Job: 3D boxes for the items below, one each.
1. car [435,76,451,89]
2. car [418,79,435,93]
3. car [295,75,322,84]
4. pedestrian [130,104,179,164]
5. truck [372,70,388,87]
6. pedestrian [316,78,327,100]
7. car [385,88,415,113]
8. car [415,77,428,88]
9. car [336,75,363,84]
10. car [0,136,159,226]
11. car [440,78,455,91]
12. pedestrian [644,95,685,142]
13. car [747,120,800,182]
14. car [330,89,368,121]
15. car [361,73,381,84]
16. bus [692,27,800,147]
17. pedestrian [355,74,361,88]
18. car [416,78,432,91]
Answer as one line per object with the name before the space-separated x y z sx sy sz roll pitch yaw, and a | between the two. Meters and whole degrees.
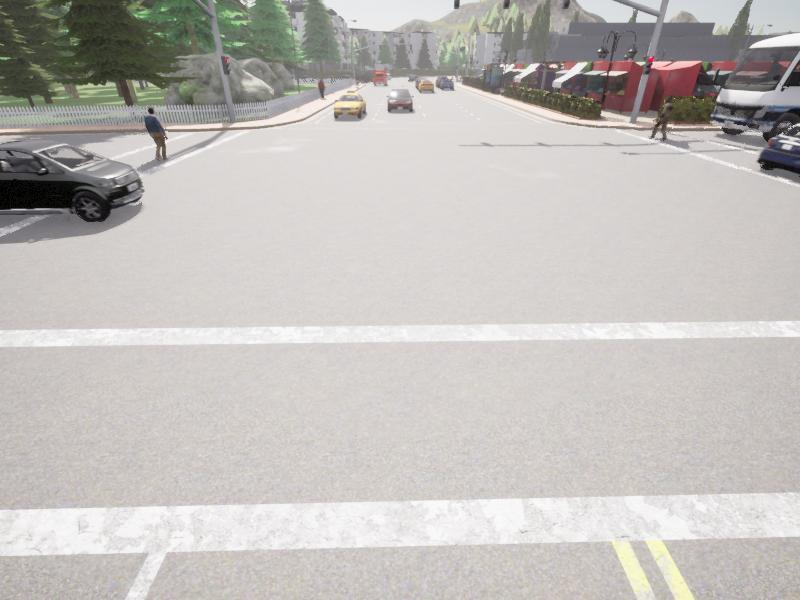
car | 7.006 -35.413 65.060 2.033 1.649 4.856 0 30 0
car | 3.547 -28.939 54.060 1.882 1.535 5.008 0 30 0
car | -18.296 -44.109 80.076 4.892 1.490 1.837 1 30 1
pedestrian | -8.495 -5.772 13.919 0.751 1.860 0.751 0 30 0
truck | -3.495 -39.034 70.422 2.627 2.467 5.204 0 30 0
pedestrian | -7.745 -20.925 39.663 0.751 1.860 0.751 0 30 0
car | 0.004 -15.980 31.921 2.163 1.488 4.792 0 30 0
car | 3.506 -35.774 65.767 1.882 1.535 5.008 0 30 0
car | -10.087 -43.997 79.884 4.892 1.490 1.837 2 30 4
car | -8.027 -2.747 9.090 3.705 1.549 1.789 -2 30 -3
car | 7.006 -32.053 59.456 1.816 1.474 4.193 0 30 0
pedestrian | 11.838 -8.142 17.975 0.751 1.860 0.751 -5 31 -9
car | 13.799 -4.687 12.485 3.806 1.475 1.970 0 30 0
car | -3.450 -13.694 27.906 1.801 1.575 5.366 1 30 1
car | -6.055 -46.232 83.349 3.866 1.878 1.905 -10 32 -16
bus | 20.115 -9.387 17.771 10.273 4.253 3.944 0 30 0
pedestrian | -6.468 -33.378 60.992 0.751 1.860 0.751 0 30 1
car | 3.517 -32.303 59.878 2.163 1.488 4.792 0 30 0
